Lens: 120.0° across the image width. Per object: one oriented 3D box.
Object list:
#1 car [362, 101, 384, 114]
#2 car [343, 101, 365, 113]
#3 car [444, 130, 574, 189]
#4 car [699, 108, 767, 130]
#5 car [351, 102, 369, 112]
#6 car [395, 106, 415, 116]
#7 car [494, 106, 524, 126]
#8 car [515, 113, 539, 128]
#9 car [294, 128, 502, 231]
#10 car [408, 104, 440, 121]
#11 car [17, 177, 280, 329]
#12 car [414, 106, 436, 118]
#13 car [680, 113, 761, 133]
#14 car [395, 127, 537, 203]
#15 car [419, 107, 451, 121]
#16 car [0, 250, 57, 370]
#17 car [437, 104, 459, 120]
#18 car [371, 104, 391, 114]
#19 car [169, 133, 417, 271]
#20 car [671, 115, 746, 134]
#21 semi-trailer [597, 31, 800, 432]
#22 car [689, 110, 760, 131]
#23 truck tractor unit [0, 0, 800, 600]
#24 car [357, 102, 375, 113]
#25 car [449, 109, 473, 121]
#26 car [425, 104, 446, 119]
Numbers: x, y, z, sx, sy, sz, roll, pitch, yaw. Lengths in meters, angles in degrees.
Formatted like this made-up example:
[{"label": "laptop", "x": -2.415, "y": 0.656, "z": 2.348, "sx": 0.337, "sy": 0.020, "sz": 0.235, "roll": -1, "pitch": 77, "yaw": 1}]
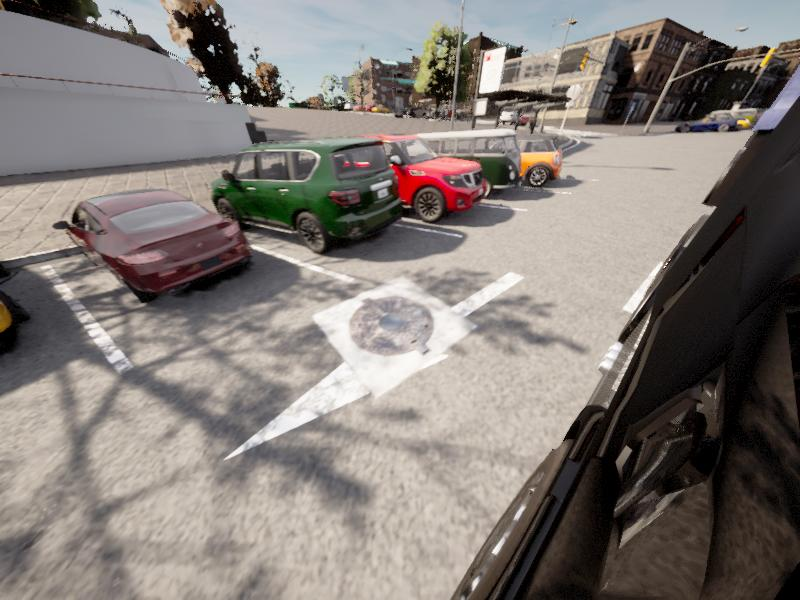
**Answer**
[{"label": "car", "x": -6.379, "y": -46.051, "z": 55.254, "sx": 2.435, "sy": 2.045, "sz": 5.566, "roll": 23, "pitch": 43, "yaw": 22}, {"label": "car", "x": -12.070, "y": -50.615, "z": 60.576, "sx": 2.435, "sy": 2.045, "sz": 5.566, "roll": 19, "pitch": 40, "yaw": 25}, {"label": "car", "x": 4.563, "y": -6.217, "z": 10.157, "sx": 4.553, "sy": 1.767, "sz": 2.185, "roll": 19, "pitch": 42, "yaw": 27}, {"label": "car", "x": 43.240, "y": -23.605, "z": 30.223, "sx": 4.442, "sy": 1.987, "sz": 1.878, "roll": 23, "pitch": 43, "yaw": 31}, {"label": "car", "x": -10.169, "y": -49.097, "z": 58.900, "sx": 2.185, "sy": 1.767, "sz": 4.553, "roll": 21, "pitch": 41, "yaw": 23}, {"label": "car", "x": 1.126, "y": -39.528, "z": 48.408, "sx": 2.002, "sy": 1.452, "sz": 4.674, "roll": 23, "pitch": 43, "yaw": 22}, {"label": "car", "x": 16.047, "y": -27.057, "z": 34.036, "sx": 2.435, "sy": 2.045, "sz": 5.566, "roll": 24, "pitch": 43, "yaw": 23}, {"label": "car", "x": 17.885, "y": -25.232, "z": 32.430, "sx": 2.002, "sy": 1.452, "sz": 4.674, "roll": 23, "pitch": 43, "yaw": 23}, {"label": "car", "x": -0.201, "y": -3.967, "z": 7.252, "sx": 5.566, "sy": 2.045, "sz": 2.435, "roll": 18, "pitch": 41, "yaw": 27}, {"label": "car", "x": 3.515, "y": -28.441, "z": 35.000, "sx": 1.932, "sy": 1.855, "sz": 4.605, "roll": -26, "pitch": 48, "yaw": -30}, {"label": "car", "x": -4.939, "y": -1.359, "z": 4.565, "sx": 4.674, "sy": 1.452, "sz": 2.002, "roll": 18, "pitch": 42, "yaw": 27}, {"label": "car", "x": 4.961, "y": -36.482, "z": 44.957, "sx": 1.946, "sy": 1.575, "sz": 5.366, "roll": 23, "pitch": 43, "yaw": 23}, {"label": "car", "x": 38.216, "y": -21.289, "z": 27.843, "sx": 5.366, "sy": 1.575, "sz": 1.946, "roll": 22, "pitch": 43, "yaw": 30}, {"label": "car", "x": 2.246, "y": -5.102, "z": 8.651, "sx": 4.442, "sy": 1.987, "sz": 1.878, "roll": 18, "pitch": 41, "yaw": 27}, {"label": "car", "x": 5.595, "y": -30.258, "z": 37.586, "sx": 2.128, "sy": 1.511, "sz": 4.902, "roll": -25, "pitch": 48, "yaw": -30}, {"label": "car", "x": -7.457, "y": -0.257, "z": 3.189, "sx": 5.366, "sy": 1.575, "sz": 1.946, "roll": 18, "pitch": 42, "yaw": 26}, {"label": "car", "x": 8.542, "y": -33.314, "z": 41.055, "sx": 1.878, "sy": 1.987, "sz": 4.442, "roll": 24, "pitch": 44, "yaw": 22}, {"label": "car", "x": -4.394, "y": -44.395, "z": 53.797, "sx": 1.946, "sy": 1.575, "sz": 5.366, "roll": 23, "pitch": 43, "yaw": 22}, {"label": "car", "x": -2.620, "y": -2.792, "z": 5.841, "sx": 5.566, "sy": 2.045, "sz": 2.435, "roll": 18, "pitch": 42, "yaw": 27}, {"label": "car", "x": 35.477, "y": -20.352, "z": 26.847, "sx": 4.792, "sy": 1.488, "sz": 2.163, "roll": 22, "pitch": 43, "yaw": 30}, {"label": "semi-trailer", "x": 8.742, "y": -3.588, "z": 4.166, "sx": 14.254, "sy": 4.402, "sz": 2.717, "roll": -28, "pitch": 43, "yaw": -29}, {"label": "car", "x": 40.578, "y": -22.520, "z": 29.126, "sx": 4.553, "sy": 1.767, "sz": 2.185, "roll": 22, "pitch": 43, "yaw": 31}, {"label": "truck tractor unit", "x": 2.645, "y": -0.295, "z": 0.351, "sx": 6.516, "sy": 4.208, "sz": 3.053, "roll": -28, "pitch": 44, "yaw": -30}, {"label": "car", "x": -8.304, "y": -47.538, "z": 57.100, "sx": 2.185, "sy": 1.767, "sz": 4.553, "roll": 22, "pitch": 43, "yaw": 22}, {"label": "car", "x": 10.440, "y": -31.610, "z": 39.500, "sx": 2.231, "sy": 1.521, "sz": 4.892, "roll": 24, "pitch": 43, "yaw": 23}, {"label": "car", "x": 6.677, "y": -34.905, "z": 42.833, "sx": 1.878, "sy": 1.987, "sz": 4.442, "roll": 24, "pitch": 43, "yaw": 22}]
